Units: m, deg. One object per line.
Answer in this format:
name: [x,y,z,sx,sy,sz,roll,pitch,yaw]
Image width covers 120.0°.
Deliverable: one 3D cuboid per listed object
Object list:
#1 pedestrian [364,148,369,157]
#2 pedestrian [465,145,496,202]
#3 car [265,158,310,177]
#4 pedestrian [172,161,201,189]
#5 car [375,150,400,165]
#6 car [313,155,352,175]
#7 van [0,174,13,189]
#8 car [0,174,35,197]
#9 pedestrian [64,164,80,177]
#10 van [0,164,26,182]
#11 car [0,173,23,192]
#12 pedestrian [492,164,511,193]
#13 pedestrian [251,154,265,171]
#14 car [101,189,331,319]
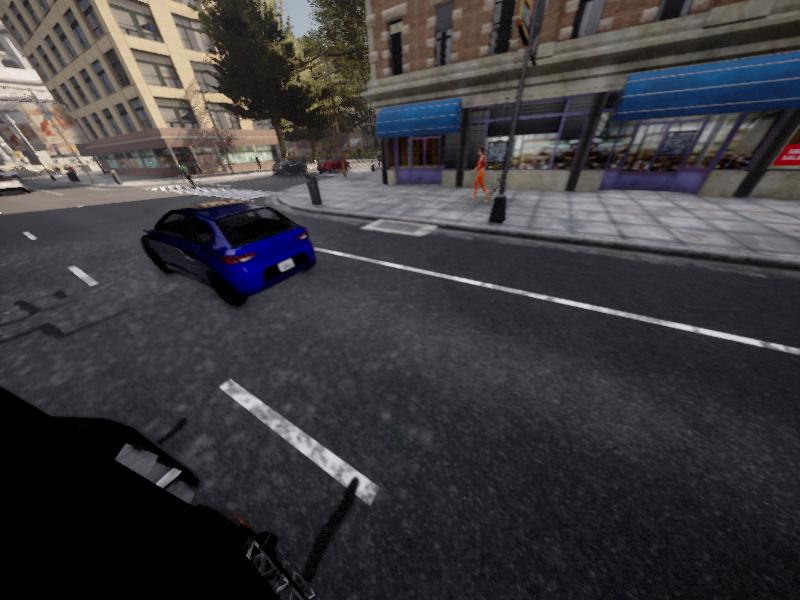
pedestrian: [-8.002,-35.572,55.683,0.751,1.860,0.751,16,38,25]
pedestrian: [3.113,-4.885,8.990,0.751,1.860,0.751,13,37,22]
car: [-11.807,-14.107,24.533,1.845,1.501,3.633,15,38,25]
pedestrian: [-16.872,-9.904,18.310,0.751,1.860,0.751,9,36,17]
car: [-1.740,-21.127,34.232,1.882,1.535,5.008,9,36,17]
car: [-7.210,-14.753,25.126,1.789,1.549,3.705,15,38,25]
van: [-47.036,-13.807,26.409,4.442,1.987,1.775,16,38,26]
car: [-35.802,-10.440,20.923,4.514,1.525,2.007,16,38,26]
pedestrian: [-59.975,-23.674,42.219,0.751,1.860,0.751,16,38,26]
van: [-67.230,-20.423,37.451,2.351,2.431,6.366,16,38,26]
car: [-41.224,-12.004,23.676,3.633,1.501,1.845,16,38,26]
pedestrian: [4.571,-5.469,10.432,0.500,1.100,0.500,16,38,26]
pedestrian: [-18.444,-17.843,30.015,0.751,1.860,0.751,19,39,29]
car: [-3.763,-1.286,4.812,4.193,1.474,1.816,16,38,26]
